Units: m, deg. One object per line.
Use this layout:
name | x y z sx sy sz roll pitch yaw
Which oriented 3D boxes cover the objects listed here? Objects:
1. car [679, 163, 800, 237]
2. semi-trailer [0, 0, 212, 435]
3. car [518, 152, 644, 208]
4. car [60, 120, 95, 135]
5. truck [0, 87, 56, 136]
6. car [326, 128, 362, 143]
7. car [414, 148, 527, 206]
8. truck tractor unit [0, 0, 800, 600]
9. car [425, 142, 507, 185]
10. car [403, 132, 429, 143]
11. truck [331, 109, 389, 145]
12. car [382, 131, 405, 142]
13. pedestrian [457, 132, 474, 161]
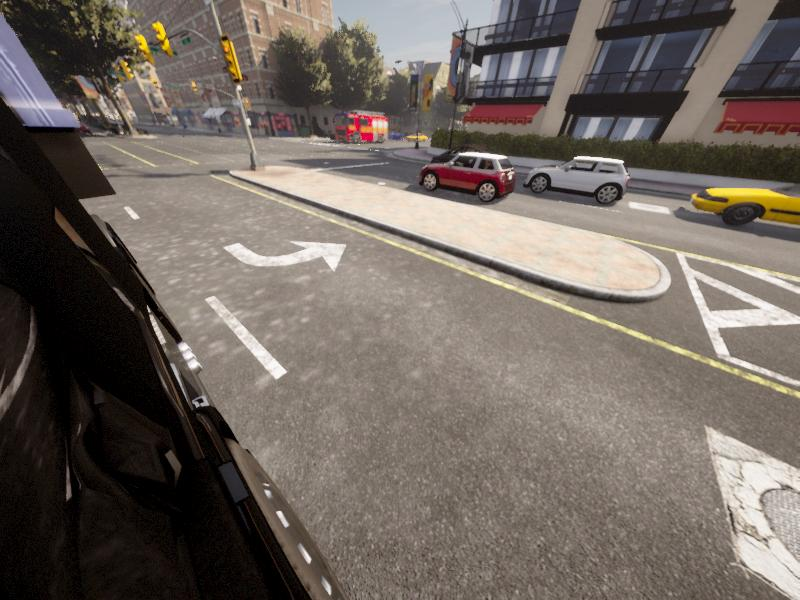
car | 12.687 -2.812 6.874 5.366 1.575 1.801 28 43 29
semi-trailer | -9.457 -2.939 3.288 14.254 4.402 2.717 19 40 20
car | 7.680 -5.387 10.090 3.806 1.475 1.970 28 44 30
car | -39.822 -21.248 28.473 4.718 1.301 1.895 28 43 29
truck | -42.459 -20.946 25.792 8.468 3.827 2.891 28 43 29
car | -8.622 -25.737 36.138 1.930 1.638 5.238 27 43 29
car | 2.759 -5.248 9.596 3.806 1.475 1.970 28 43 30
truck tractor unit | -2.645 -0.295 0.351 6.516 4.208 3.053 28 44 30
car | 3.490 -7.612 12.737 3.705 1.549 1.789 28 43 29
car | 3.064 -30.656 43.493 1.801 1.575 5.366 27 43 29
truck | -5.488 -25.485 34.171 2.891 3.827 8.468 27 43 29
car | -1.196 -30.914 43.687 1.812 1.442 4.674 27 43 29
pedestrian | 5.349 -12.497 18.834 0.751 1.860 0.751 28 44 30
